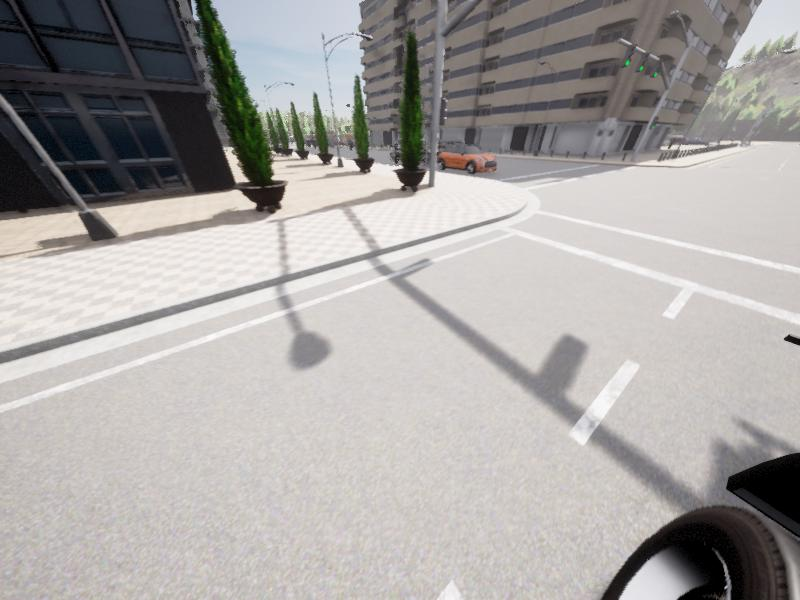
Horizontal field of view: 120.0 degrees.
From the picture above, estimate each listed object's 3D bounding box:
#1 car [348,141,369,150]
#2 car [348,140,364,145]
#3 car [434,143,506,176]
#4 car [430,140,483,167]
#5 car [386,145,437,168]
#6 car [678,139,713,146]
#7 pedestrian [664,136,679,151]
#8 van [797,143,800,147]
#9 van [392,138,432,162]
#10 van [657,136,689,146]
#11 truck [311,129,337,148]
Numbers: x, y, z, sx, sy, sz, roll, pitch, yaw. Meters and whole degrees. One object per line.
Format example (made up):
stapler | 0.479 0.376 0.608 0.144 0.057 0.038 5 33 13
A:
car | -8.748 -32.285 48.273 2.163 1.488 4.792 -22 41 -27
car | -15.022 -53.987 79.110 4.892 1.490 1.837 -22 41 -28
car | 4.889 -10.434 16.951 2.097 1.767 4.553 -22 40 -27
car | 5.102 -13.860 21.720 1.932 1.855 4.605 -22 41 -27
car | 0.948 -13.604 21.722 2.128 1.511 4.902 -22 41 -27
car | 69.179 -36.943 54.137 1.812 1.442 4.674 -21 40 -27
pedestrian | 41.685 -24.017 35.485 0.751 1.860 0.751 -29 44 -34
van | 84.798 -31.706 45.611 1.988 2.561 5.915 -22 41 -28
van | 1.240 -17.130 26.246 2.069 2.038 4.480 -22 41 -28
van | 69.364 -40.602 58.792 2.069 2.038 4.480 -22 41 -28
truck | -20.064 -42.455 60.744 2.891 3.827 8.468 -23 41 -29
